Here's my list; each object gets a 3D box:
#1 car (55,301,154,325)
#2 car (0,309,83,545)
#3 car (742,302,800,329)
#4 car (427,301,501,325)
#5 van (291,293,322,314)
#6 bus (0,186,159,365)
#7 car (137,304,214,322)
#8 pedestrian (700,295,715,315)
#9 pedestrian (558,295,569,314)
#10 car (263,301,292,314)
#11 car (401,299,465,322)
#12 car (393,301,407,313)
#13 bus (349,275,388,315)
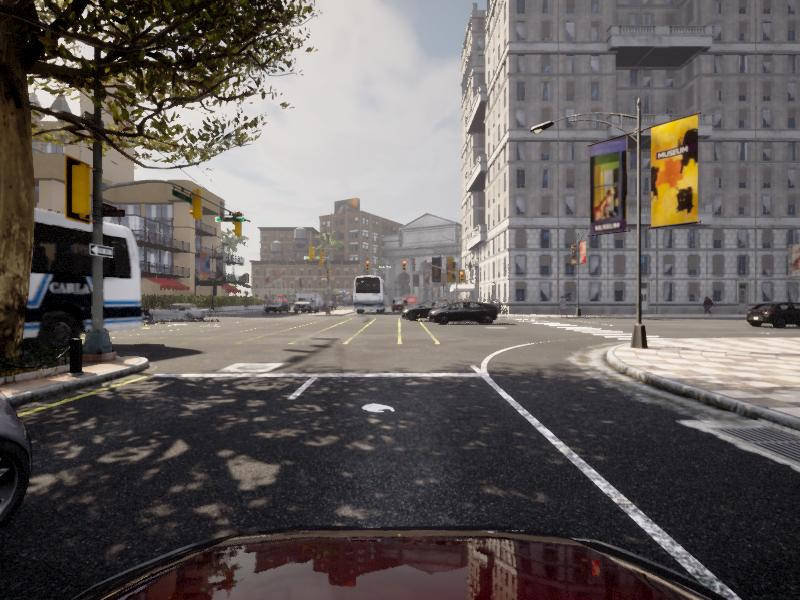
[{"bbox_3d":[-19.301,0.820,26.283,4.974,1.542,2.038,0,0,0],"label":"car"},{"bbox_3d":[-3.492,0.826,1.425,1.845,1.501,3.633,0,0,0],"label":"car"},{"bbox_3d":[22.546,0.851,23.029,4.193,1.474,1.816,0,0,0],"label":"car"},{"bbox_3d":[4.125,0.825,26.307,4.514,1.525,2.007,0,0,-2],"label":"car"},{"bbox_3d":[-11.502,0.371,49.802,2.351,2.431,6.366,0,0,0],"label":"van"},{"bbox_3d":[-11.479,-0.538,9.580,3.944,4.253,10.273,-1,0,10],"label":"bus"},{"bbox_3d":[-16.638,0.939,29.798,4.718,1.301,1.895,0,0,0],"label":"car"},{"bbox_3d":[28.788,0.480,37.438,0.751,1.860,0.751,0,0,-5],"label":"pedestrian"},{"bbox_3d":[16.173,0.479,39.612,0.751,1.860,0.751,0,0,0],"label":"pedestrian"},{"bbox_3d":[-15.001,0.888,49.342,2.033,1.411,5.357,0,0,0],"label":"car"},{"bbox_3d":[2.401,0.753,29.903,4.611,1.667,2.242,0,0,0],"label":"car"},{"bbox_3d":[-0.022,0.862,52.172,1.812,1.442,4.674,0,0,0],"label":"car"},{"bbox_3d":[-3.622,-0.541,48.601,3.944,4.253,10.273,0,0,0],"label":"bus"}]
